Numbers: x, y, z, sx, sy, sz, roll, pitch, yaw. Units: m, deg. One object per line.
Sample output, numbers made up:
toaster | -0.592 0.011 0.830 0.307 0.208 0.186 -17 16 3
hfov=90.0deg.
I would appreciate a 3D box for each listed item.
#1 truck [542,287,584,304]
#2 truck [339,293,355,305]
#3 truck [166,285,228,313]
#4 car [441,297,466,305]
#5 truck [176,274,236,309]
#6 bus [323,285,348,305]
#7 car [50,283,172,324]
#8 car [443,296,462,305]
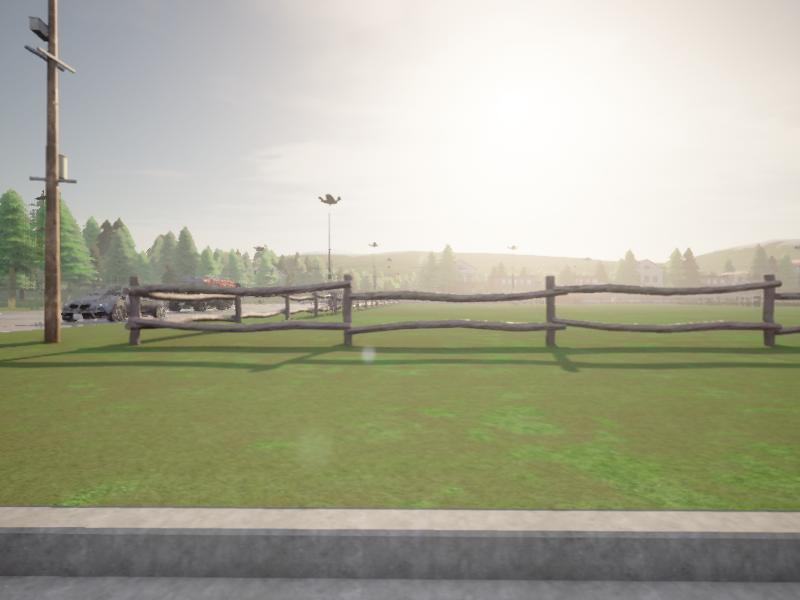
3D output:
truck | 37.227 -0.925 91.535 8.468 3.827 2.891 0 0 1
truck | -11.446 -0.245 87.014 2.627 2.467 5.204 0 0 1
truck | -16.611 -0.058 33.212 2.390 2.098 6.274 0 0 -4
car | 11.833 0.171 88.452 5.238 1.638 1.930 0 0 1
truck | -22.872 -0.921 47.814 2.891 3.827 8.468 0 0 1
bus | -14.707 -1.139 92.112 3.944 4.253 10.273 0 0 1
car | -13.041 0.156 18.526 2.242 1.667 4.611 0 0 1
car | 11.200 0.056 84.963 3.866 1.878 1.905 0 0 1
